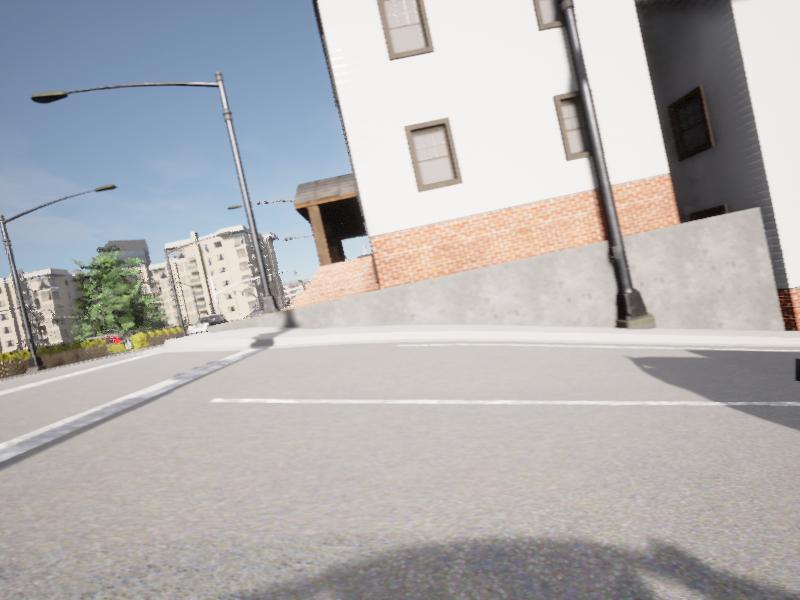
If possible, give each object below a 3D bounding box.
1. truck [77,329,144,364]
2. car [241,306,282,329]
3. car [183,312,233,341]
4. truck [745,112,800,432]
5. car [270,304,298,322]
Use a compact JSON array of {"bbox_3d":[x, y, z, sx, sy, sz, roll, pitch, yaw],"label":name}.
[{"bbox_3d":[-48.563,7.691,67.228,8.468,3.827,2.891,-12,1,1],"label":"truck"},{"bbox_3d":[-13.447,1.613,39.095,2.038,1.542,4.974,-12,1,-1],"label":"car"},{"bbox_3d":[-16.849,2.239,35.384,1.932,1.855,4.605,-12,0,-1],"label":"car"},{"bbox_3d":[5.694,-0.174,2.274,5.204,2.467,2.627,1,0,-1],"label":"truck"},{"bbox_3d":[-13.573,1.483,46.871,1.851,1.617,3.988,-12,1,-1],"label":"car"}]
